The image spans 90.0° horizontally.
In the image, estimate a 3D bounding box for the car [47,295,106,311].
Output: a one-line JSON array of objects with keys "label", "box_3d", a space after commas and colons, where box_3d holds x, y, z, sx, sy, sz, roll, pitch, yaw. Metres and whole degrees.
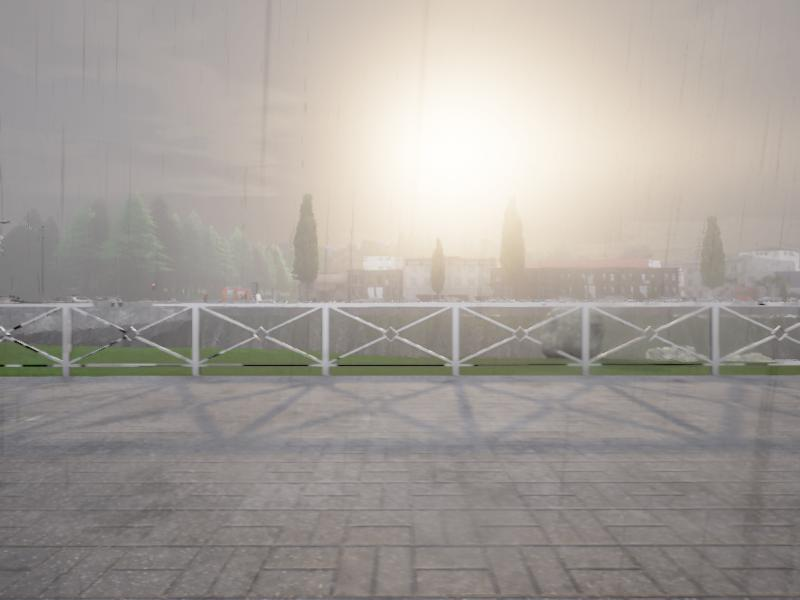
[{"label": "car", "box_3d": [-33.007, 0.274, 41.024, 2.038, 1.542, 4.974, 0, 0, 0]}]

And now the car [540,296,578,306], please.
[{"label": "car", "box_3d": [25.559, 0.135, 64.356, 5.238, 1.638, 1.930, 0, 0, 0]}]

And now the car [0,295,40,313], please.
[{"label": "car", "box_3d": [-33.012, 0.302, 33.562, 1.816, 1.474, 4.193, 0, 0, 0]}]

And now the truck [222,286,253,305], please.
[{"label": "truck", "box_3d": [-32.987, -0.877, 81.490, 2.891, 3.827, 8.468, 0, 0, 0]}]

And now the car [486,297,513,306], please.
[{"label": "car", "box_3d": [16.015, 0.231, 64.355, 3.806, 1.475, 1.970, 0, 0, 0]}]

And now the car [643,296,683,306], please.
[{"label": "car", "box_3d": [42.277, 0.136, 64.358, 4.974, 1.542, 2.038, 0, 0, 0]}]

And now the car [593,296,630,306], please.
[{"label": "car", "box_3d": [34.048, 0.120, 64.357, 4.856, 1.649, 2.033, 0, 0, 0]}]

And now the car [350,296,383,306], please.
[{"label": "car", "box_3d": [-5.358, 0.189, 64.350, 5.027, 1.651, 2.152, 0, 0, 0]}]

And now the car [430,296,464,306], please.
[{"label": "car", "box_3d": [7.584, 0.161, 64.355, 5.238, 1.638, 1.930, 0, 0, 0]}]

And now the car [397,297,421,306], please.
[{"label": "car", "box_3d": [1.453, 0.252, 64.352, 3.806, 1.475, 1.970, 0, 0, 0]}]
